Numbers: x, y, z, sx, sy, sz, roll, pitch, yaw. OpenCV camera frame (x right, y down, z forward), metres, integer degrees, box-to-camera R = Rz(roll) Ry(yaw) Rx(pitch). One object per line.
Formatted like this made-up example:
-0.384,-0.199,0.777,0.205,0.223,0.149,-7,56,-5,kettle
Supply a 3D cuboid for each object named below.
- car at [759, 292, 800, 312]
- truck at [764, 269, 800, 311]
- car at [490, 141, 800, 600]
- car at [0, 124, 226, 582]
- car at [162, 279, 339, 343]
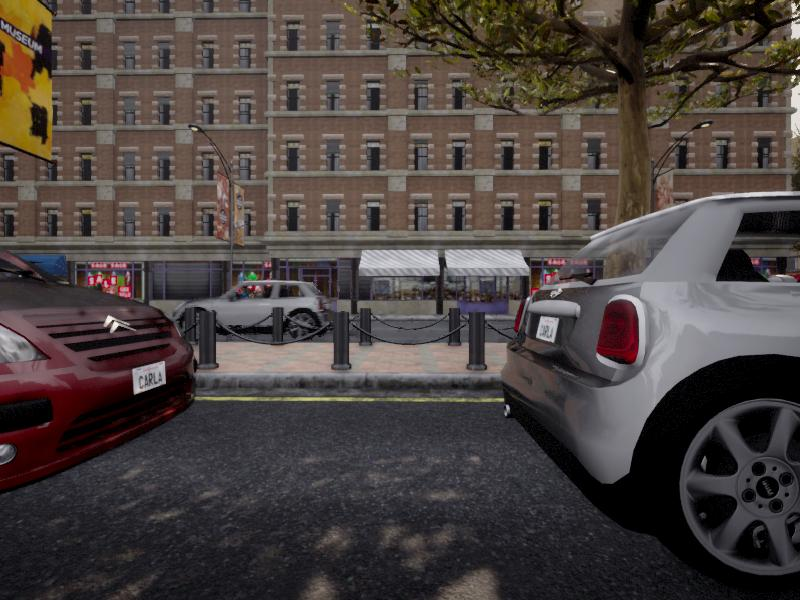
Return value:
34.548,0.171,34.748,1.930,1.638,5.238,0,0,0,car
38.063,-0.920,36.045,2.891,3.827,8.468,0,0,1,truck
2.600,0.253,2.173,3.806,1.475,1.970,0,0,1,car
-3.390,0.188,2.287,3.988,1.617,1.851,0,0,1,car
-3.636,0.253,10.295,3.806,1.475,1.970,0,0,1,car
